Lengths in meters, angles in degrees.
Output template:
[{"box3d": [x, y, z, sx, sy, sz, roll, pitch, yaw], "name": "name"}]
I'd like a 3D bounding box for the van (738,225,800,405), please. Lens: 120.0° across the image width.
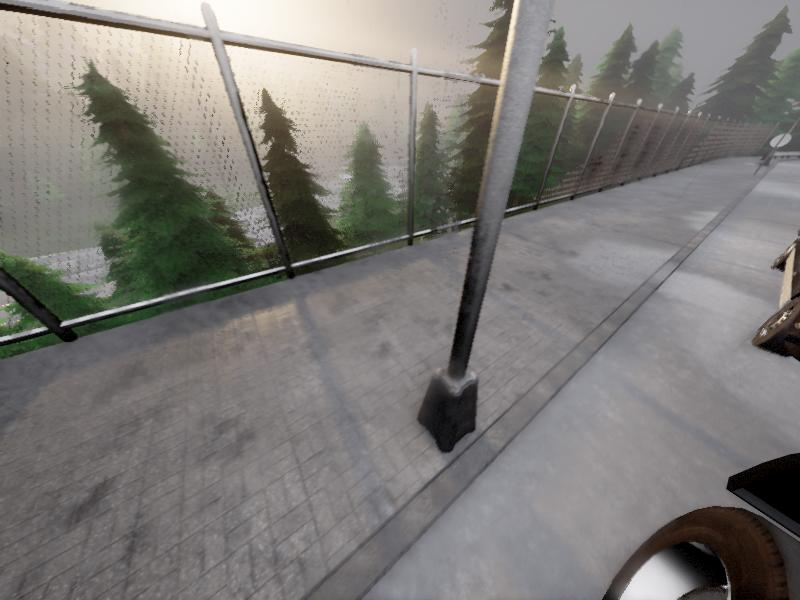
[{"box3d": [6.848, -0.685, 2.618, 5.915, 2.561, 1.988, -22, 41, -28], "name": "van"}]
